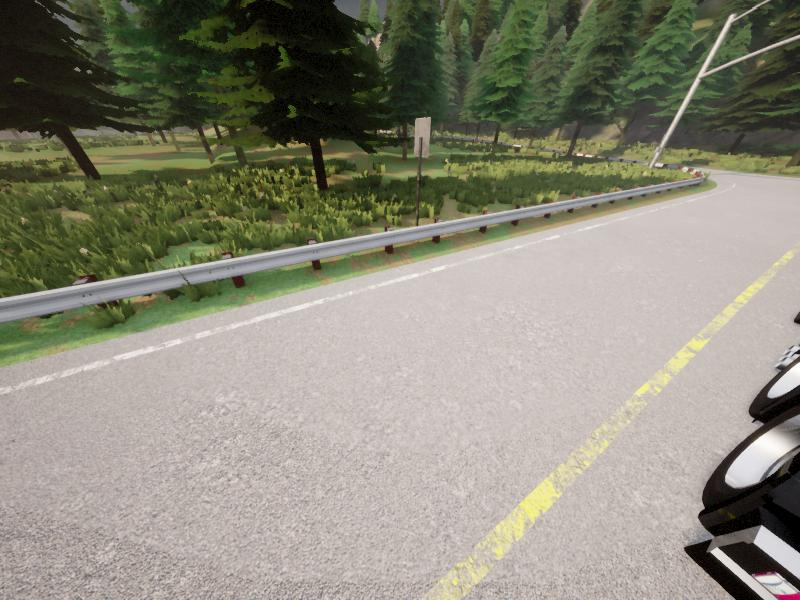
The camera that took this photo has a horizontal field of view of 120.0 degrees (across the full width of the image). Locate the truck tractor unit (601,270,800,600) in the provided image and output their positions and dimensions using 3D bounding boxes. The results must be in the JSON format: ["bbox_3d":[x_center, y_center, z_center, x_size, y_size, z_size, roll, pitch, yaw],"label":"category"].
[{"bbox_3d":[5.120,-0.292,0.768,6.516,4.208,3.053,-18,39,-24],"label":"truck tractor unit"}]
